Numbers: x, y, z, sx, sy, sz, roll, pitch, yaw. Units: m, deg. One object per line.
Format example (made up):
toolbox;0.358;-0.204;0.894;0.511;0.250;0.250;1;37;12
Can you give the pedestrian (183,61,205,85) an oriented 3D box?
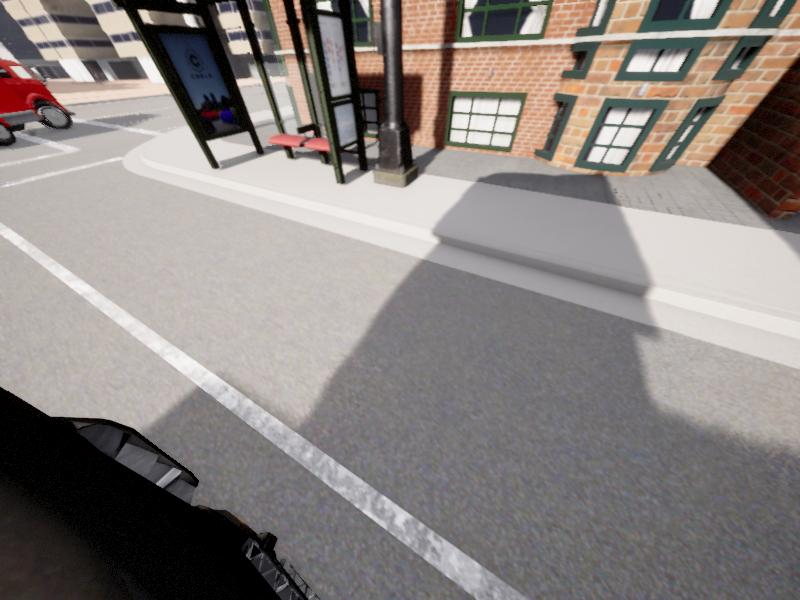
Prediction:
pedestrian;-22.925;-25.239;25.735;0.751;1.860;0.751;15;49;15

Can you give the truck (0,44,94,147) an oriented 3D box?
truck;-15.327;-7.091;8.080;2.627;2.467;5.204;-9;47;-4
